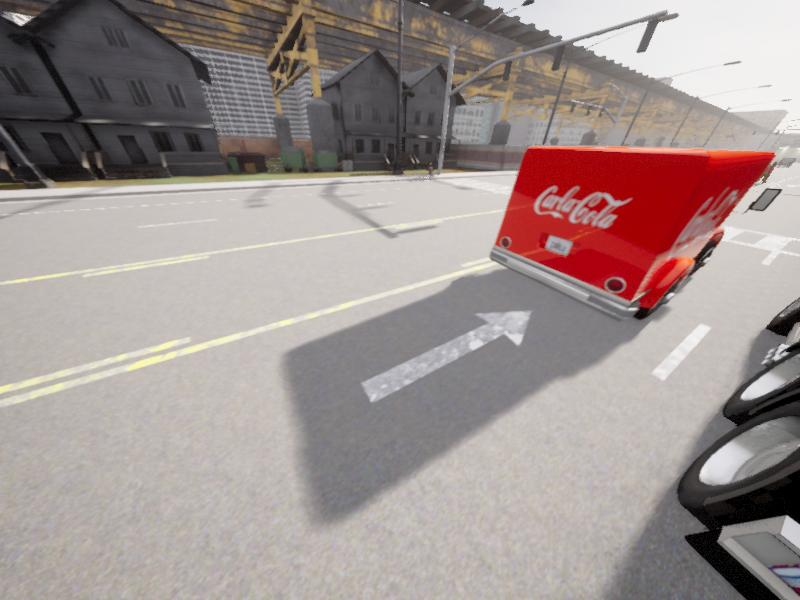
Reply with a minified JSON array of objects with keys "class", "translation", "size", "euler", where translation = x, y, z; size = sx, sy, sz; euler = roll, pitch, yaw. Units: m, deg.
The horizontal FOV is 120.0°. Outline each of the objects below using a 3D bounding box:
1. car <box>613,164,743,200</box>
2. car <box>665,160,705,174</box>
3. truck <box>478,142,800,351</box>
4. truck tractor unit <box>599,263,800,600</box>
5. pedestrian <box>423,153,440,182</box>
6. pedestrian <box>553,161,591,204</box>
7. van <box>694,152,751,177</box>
[{"class":"car","translation":[17.568,-7.674,14.919],"size":[5.238,1.638,1.930],"euler":[4,34,3]},{"class":"car","translation":[40.120,-18.799,32.527],"size":[5.357,1.411,2.033],"euler":[-17,38,-25]},{"class":"truck","translation":[4.708,-1.610,4.677],"size":[5.204,2.467,2.627],"euler":[-17,38,-25]},{"class":"truck tractor unit","translation":[5.208,-0.169,0.819],"size":[6.516,4.208,3.053],"euler":[-15,42,-26]},{"class":"pedestrian","translation":[2.369,-10.089,17.552],"size":[0.751,1.860,0.751],"euler":[-24,42,-32]},{"class":"pedestrian","translation":[8.708,-5.980,11.788],"size":[0.751,1.860,0.751],"euler":[-23,41,-32]},{"class":"van","translation":[40.594,-17.093,29.117],"size":[6.366,2.431,2.351],"euler":[-17,38,-25]}]
